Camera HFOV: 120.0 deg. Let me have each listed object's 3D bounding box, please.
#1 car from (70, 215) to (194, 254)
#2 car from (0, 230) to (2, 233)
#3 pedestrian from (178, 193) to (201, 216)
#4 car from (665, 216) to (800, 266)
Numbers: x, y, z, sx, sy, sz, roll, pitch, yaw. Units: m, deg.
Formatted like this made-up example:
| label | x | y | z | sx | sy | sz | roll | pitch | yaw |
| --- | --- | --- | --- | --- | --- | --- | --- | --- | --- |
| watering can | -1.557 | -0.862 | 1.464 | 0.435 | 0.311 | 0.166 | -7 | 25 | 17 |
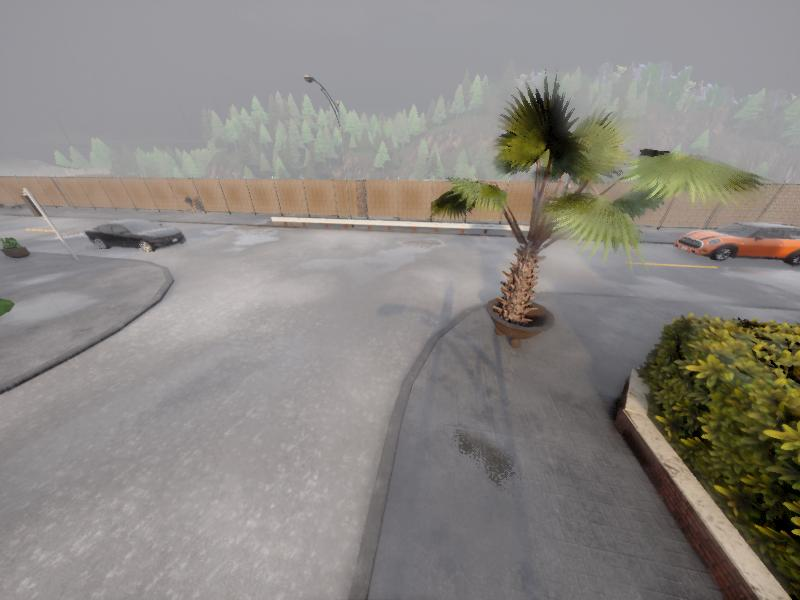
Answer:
| label | x | y | z | sx | sy | sz | roll | pitch | yaw |
| --- | --- | --- | --- | --- | --- | --- | --- | --- | --- |
| car | -15.204 | -3.831 | 13.310 | 5.008 | 1.535 | 1.882 | 5 | 30 | 9 |
| car | -30.852 | -5.134 | 15.737 | 4.181 | 1.385 | 1.994 | 5 | 30 | 9 |
| pedestrian | -19.561 | -8.902 | 21.515 | 0.751 | 1.860 | 0.751 | 5 | 30 | 9 |
| car | 17.471 | -3.080 | 11.753 | 4.553 | 1.767 | 2.097 | 5 | 30 | 9 |
